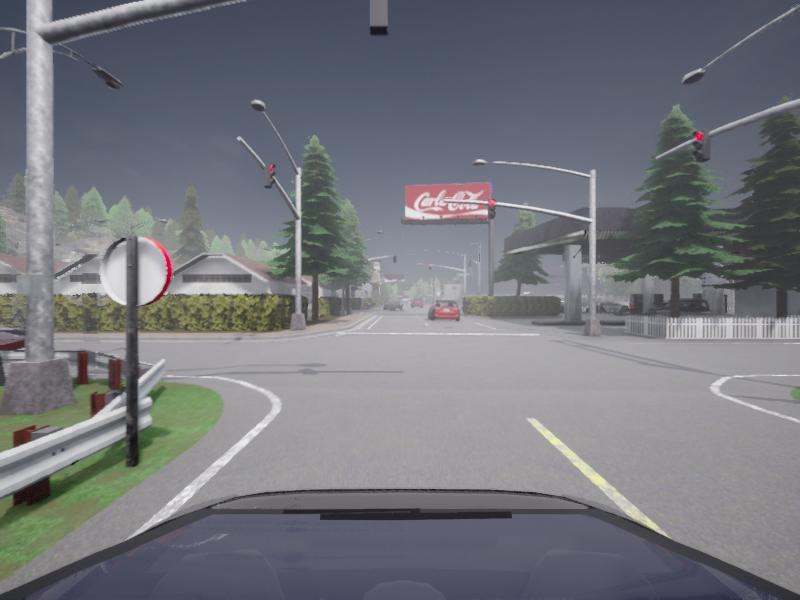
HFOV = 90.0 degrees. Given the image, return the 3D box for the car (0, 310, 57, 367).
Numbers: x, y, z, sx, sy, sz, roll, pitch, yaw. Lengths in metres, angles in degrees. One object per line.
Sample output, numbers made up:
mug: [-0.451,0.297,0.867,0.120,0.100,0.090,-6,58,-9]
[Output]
car: [-13.087,1.047,11.397,4.792,1.488,2.163,0,0,1]

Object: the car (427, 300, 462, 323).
car: [3.531,0.849,32.373,2.242,1.667,4.611,2,0,0]

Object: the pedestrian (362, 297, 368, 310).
pedestrian: [-5.025,0.517,56.816,0.751,1.860,0.751,0,0,-11]

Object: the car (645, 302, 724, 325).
car: [22.163,1.026,31.367,4.611,1.667,2.242,0,0,0]

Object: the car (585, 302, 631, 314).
car: [26.981,1.035,52.080,4.974,1.542,2.038,0,0,0]

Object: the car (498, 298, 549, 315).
car: [14.886,0.776,48.524,5.566,2.045,2.150,0,0,-1]

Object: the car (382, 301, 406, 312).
car: [-0.801,0.875,56.155,1.837,1.490,4.892,1,1,17]

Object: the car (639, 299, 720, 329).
car: [17.842,0.857,25.692,3.866,1.878,1.905,0,0,0]
